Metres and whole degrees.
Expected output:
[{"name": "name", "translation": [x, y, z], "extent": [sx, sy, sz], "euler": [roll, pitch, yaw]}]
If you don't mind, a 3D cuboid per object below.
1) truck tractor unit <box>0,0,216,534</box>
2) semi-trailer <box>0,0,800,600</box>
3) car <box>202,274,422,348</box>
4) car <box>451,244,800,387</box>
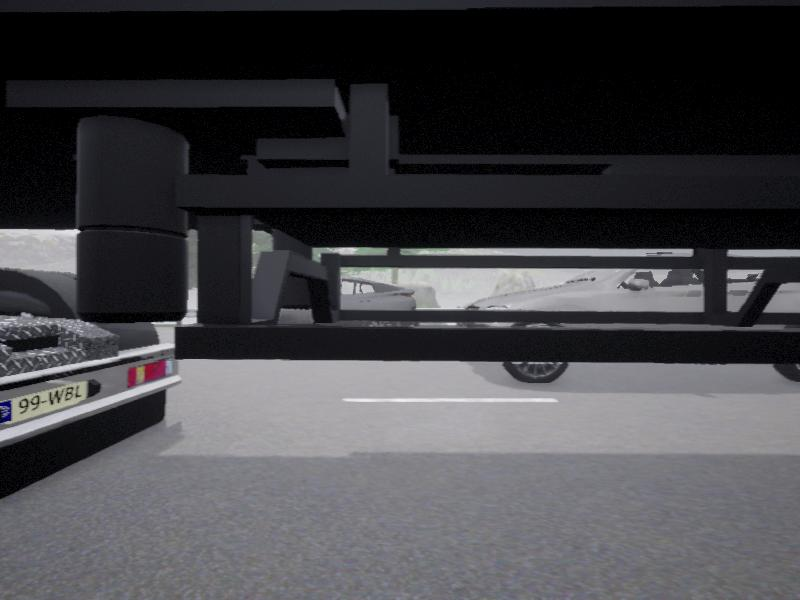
[{"name": "truck tractor unit", "translation": [-4.943, -1.128, 2.119], "extent": [6.516, 4.208, 3.053], "euler": [0, 0, 1]}, {"name": "semi-trailer", "translation": [2.970, -1.217, 1.969], "extent": [14.254, 4.402, 2.717], "euler": [0, 0, 1]}, {"name": "car", "translation": [-1.809, 0.227, 9.201], "extent": [4.514, 1.525, 2.007], "euler": [0, 0, 0]}, {"name": "car", "translation": [3.381, 0.182, 5.699], "extent": [5.027, 1.651, 2.152], "euler": [0, 0, 0]}]
